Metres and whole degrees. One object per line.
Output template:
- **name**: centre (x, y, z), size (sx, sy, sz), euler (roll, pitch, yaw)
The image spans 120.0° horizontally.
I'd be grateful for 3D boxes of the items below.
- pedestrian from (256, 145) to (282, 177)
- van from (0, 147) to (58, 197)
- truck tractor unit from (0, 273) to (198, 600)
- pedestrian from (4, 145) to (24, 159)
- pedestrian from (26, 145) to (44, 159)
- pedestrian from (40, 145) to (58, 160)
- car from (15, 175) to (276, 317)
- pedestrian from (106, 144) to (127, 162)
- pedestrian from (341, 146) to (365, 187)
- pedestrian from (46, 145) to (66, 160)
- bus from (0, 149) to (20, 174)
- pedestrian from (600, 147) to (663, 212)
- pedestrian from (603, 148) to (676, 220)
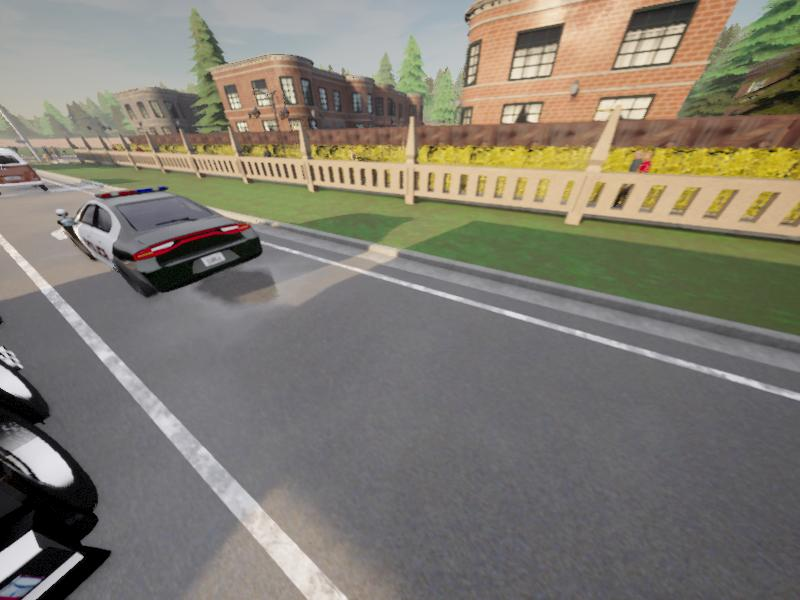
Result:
- **pedestrian**: centre (-8.988, -9.564, 15.919), size (0.751, 1.860, 0.751), euler (18, 39, 24)
- **van**: centre (-21.699, -7.060, 12.582), size (4.480, 2.038, 2.069), euler (18, 39, 24)
- **truck tractor unit**: centre (-5.126, -0.285, 0.761), size (6.516, 4.208, 3.053), euler (18, 39, 24)
- **pedestrian**: centre (-63.591, -24.410, 38.053), size (0.751, 1.860, 0.751), euler (16, 38, 22)
- **pedestrian**: centre (-62.372, -25.285, 39.463), size (0.751, 1.860, 0.751), euler (20, 40, 26)
- **pedestrian**: centre (-54.337, -22.869, 35.756), size (0.751, 1.860, 0.751), euler (24, 42, 31)
- **car**: centre (-5.412, -1.574, 4.987), size (4.974, 1.542, 2.038), euler (18, 39, 24)
- **pedestrian**: centre (-34.904, -18.114, 28.461), size (0.751, 1.860, 0.751), euler (20, 40, 27)
- **pedestrian**: centre (-2.539, -7.298, 12.598), size (0.751, 1.860, 0.751), euler (17, 38, 23)
- **pedestrian**: centre (-51.881, -22.237, 34.838), size (0.751, 1.860, 0.751), euler (17, 38, 23)
- **bus**: centre (-40.232, -13.899, 20.665), size (10.273, 4.253, 3.944), euler (19, 39, 25)
- **pedestrian**: centre (7.809, -4.120, 7.930), size (0.751, 1.860, 0.751), euler (18, 39, 24)
- **pedestrian**: centre (7.228, -3.546, 7.108), size (0.751, 1.860, 0.751), euler (18, 39, 24)
